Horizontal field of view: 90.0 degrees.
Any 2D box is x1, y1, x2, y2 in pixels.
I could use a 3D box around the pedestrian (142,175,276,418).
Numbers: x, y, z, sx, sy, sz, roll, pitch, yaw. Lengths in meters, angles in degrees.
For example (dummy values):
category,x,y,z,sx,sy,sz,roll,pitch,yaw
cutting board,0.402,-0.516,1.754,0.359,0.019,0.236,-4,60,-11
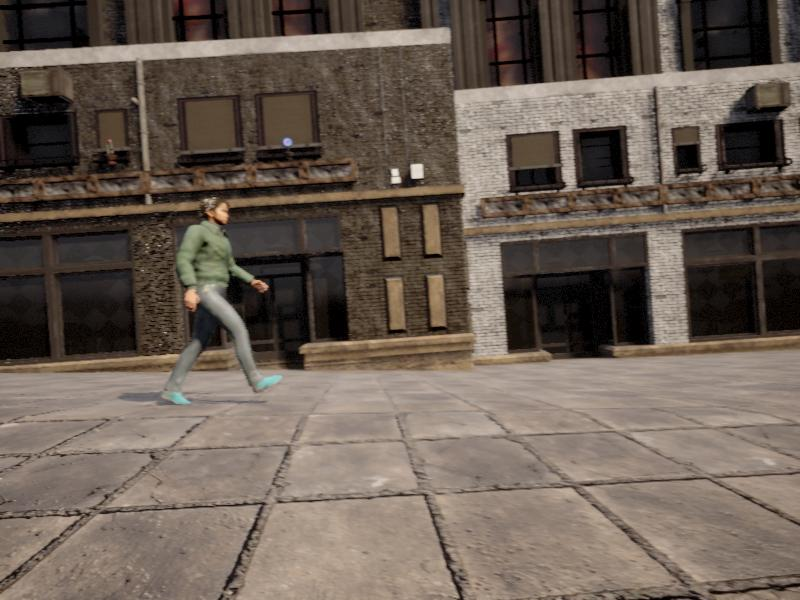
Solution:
category,x,y,z,sx,sy,sz,roll,pitch,yaw
pedestrian,-1.610,-0.036,3.519,0.751,1.860,0.751,-4,0,-7
